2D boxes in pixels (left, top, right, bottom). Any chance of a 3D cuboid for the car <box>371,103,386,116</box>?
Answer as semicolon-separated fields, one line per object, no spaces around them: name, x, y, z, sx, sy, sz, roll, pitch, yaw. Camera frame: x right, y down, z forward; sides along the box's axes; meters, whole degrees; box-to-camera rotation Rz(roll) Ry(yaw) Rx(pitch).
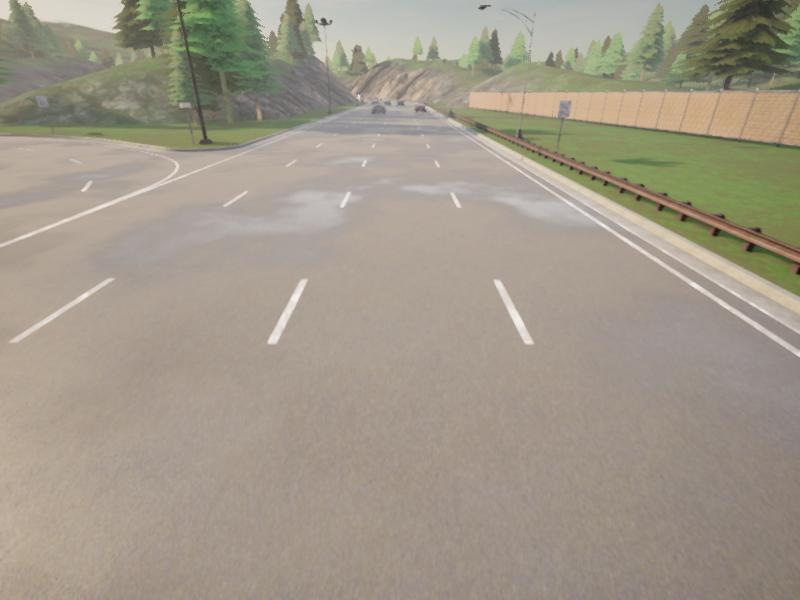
car;-3.391;-31.054;65.089;2.152;1.651;5.027;0;27;0

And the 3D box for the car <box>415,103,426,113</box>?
car;3.621;-34.504;71.722;1.812;1.442;4.674;0;27;0
